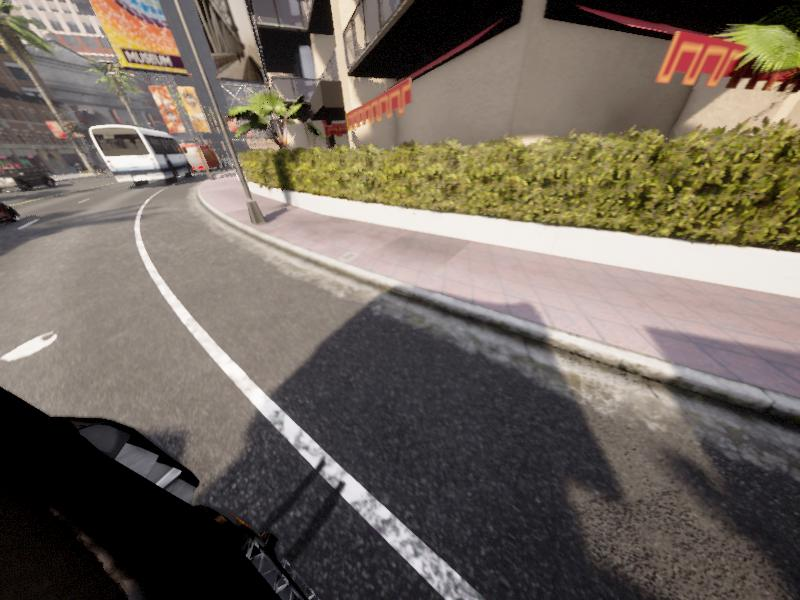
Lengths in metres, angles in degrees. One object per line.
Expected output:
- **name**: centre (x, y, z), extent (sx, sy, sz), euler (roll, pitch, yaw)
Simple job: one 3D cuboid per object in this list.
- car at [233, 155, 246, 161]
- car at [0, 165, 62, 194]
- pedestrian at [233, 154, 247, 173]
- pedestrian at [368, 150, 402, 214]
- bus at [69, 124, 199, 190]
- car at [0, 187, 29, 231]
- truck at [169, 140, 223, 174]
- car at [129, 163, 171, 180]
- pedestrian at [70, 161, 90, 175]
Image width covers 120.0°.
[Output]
- **car**: centre (-54.634, -48.328, 78.510), extent (2.128, 1.511, 4.902), euler (-29, 42, -34)
- **car**: centre (-33.874, -10.768, 20.559), extent (1.932, 1.855, 4.605), euler (-16, 36, -19)
- **pedestrian**: centre (-19.171, -16.406, 27.703), extent (0.751, 1.860, 0.751), euler (-15, 36, -18)
- **pedestrian**: centre (-0.499, -4.110, 8.092), extent (0.751, 1.860, 0.751), euler (26, 43, 36)
- **bus**: centre (-23.806, -13.670, 22.086), extent (3.944, 4.253, 10.273), euler (-17, 36, -20)
- **car**: centre (-16.607, -3.119, 8.418), extent (1.994, 1.385, 4.181), euler (-27, 41, -31)
- **truck**: centre (-30.039, -21.523, 34.632), extent (2.891, 3.827, 8.468), euler (-15, 36, -18)
- **car**: centre (-29.993, -15.586, 27.862), extent (1.970, 1.475, 3.806), euler (-15, 36, -18)
- **pedestrian**: centre (-50.795, -20.985, 36.665), extent (0.751, 1.860, 0.751), euler (-9, 34, -10)
